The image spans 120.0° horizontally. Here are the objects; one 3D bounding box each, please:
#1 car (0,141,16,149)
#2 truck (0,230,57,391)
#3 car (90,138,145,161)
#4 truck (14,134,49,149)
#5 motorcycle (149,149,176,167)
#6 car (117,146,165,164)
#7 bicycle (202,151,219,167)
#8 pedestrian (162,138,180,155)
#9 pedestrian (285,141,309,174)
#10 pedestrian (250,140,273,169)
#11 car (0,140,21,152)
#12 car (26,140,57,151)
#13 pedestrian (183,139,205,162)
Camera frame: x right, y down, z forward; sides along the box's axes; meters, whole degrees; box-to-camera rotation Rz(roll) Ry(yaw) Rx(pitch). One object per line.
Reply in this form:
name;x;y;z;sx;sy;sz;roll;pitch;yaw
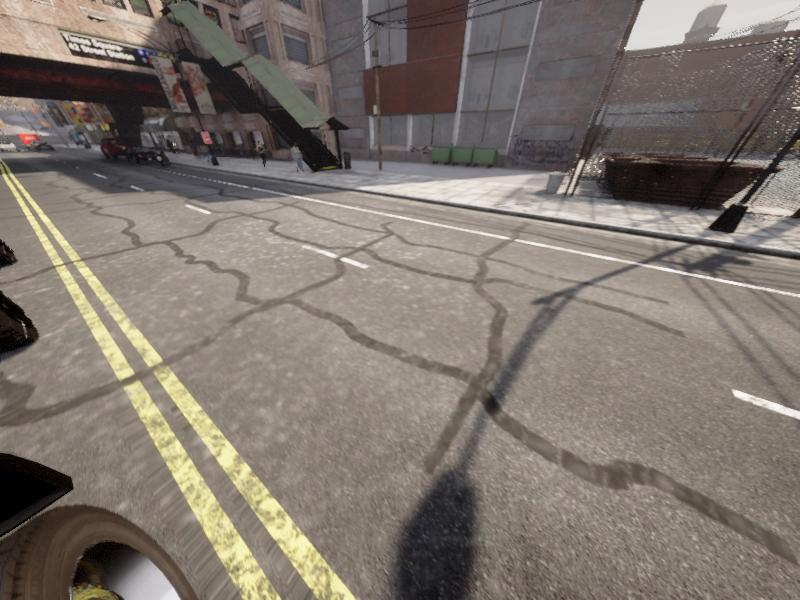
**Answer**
car;-78.607;-30.604;45.537;4.718;1.301;1.895;16;38;21
truck;-7.342;-0.519;2.763;6.274;2.098;2.390;22;40;27
car;-32.666;-17.541;26.761;5.566;2.045;2.435;21;40;27
truck;-73.188;-31.540;45.900;5.204;2.467;2.627;21;40;27
motorcycle;-21.114;-12.690;20.595;0.764;1.277;2.356;-16;38;-21
car;-26.517;-14.851;23.632;4.718;1.301;1.895;21;40;27
bicycle;-16.111;-12.026;19.673;1.643;1.024;0.373;21;30;27
pedestrian;-29.891;-20.016;30.149;0.751;1.860;0.751;16;38;21
pedestrian;-6.850;-9.511;15.438;0.751;1.860;0.751;22;40;28
pedestrian;-10.633;-11.203;17.807;0.751;1.860;0.751;25;42;31
car;-66.221;-25.982;38.889;3.988;1.617;1.851;21;40;27
car;-62.731;-27.065;40.406;4.974;1.542;2.038;21;40;27
pedestrian;-20.071;-14.583;22.522;0.751;1.860;0.751;21;40;27
